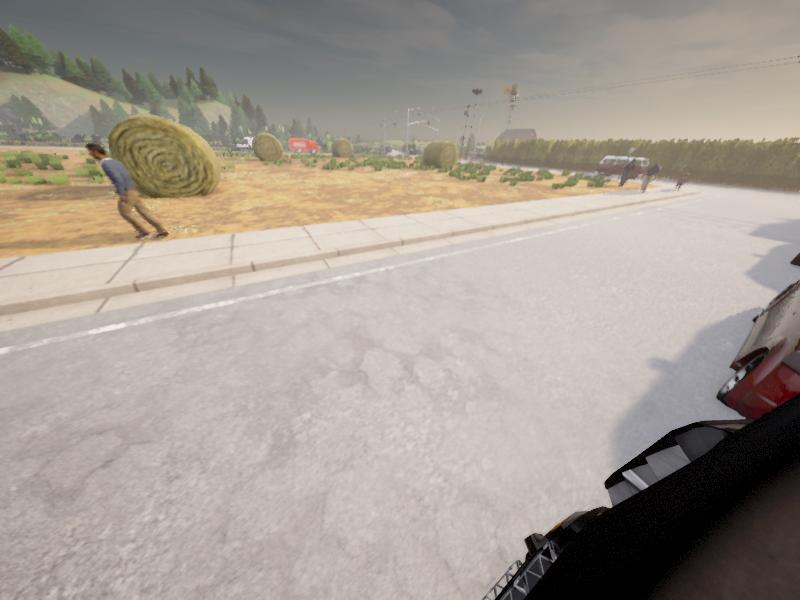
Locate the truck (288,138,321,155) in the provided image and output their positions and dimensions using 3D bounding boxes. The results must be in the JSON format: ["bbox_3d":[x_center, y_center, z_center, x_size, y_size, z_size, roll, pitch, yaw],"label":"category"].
[{"bbox_3d":[-18.472,-29.695,44.752,5.204,2.467,2.627,-14,37,-23],"label":"truck"}]

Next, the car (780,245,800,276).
[{"bbox_3d":[11.770,-1.475,5.351,5.027,1.651,2.152,-16,38,-26],"label":"car"}]

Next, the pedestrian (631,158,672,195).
[{"bbox_3d":[14.902,-7.327,13.755,0.751,1.860,0.751,-15,38,-25],"label":"pedestrian"}]

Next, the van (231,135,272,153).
[{"bbox_3d":[-28.038,-29.560,43.880,5.915,2.561,1.988,-14,37,-23],"label":"van"}]

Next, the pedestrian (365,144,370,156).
[{"bbox_3d":[-6.354,-29.455,45.405,0.751,1.860,0.751,-7,35,-14],"label":"pedestrian"}]

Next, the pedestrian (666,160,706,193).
[{"bbox_3d":[18.894,-8.195,15.306,0.751,1.860,0.751,-14,37,-23],"label":"pedestrian"}]

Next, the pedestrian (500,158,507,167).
[{"bbox_3d":[14.163,-18.831,31.609,0.500,1.100,0.500,-17,38,-26],"label":"pedestrian"}]

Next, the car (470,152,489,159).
[{"bbox_3d":[21.513,-39.165,62.437,4.674,1.442,1.812,-16,38,-25],"label":"car"}]

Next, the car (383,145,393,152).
[{"bbox_3d":[-3.543,-44.987,68.656,1.789,1.549,3.705,-12,40,-21],"label":"car"}]

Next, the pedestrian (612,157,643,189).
[{"bbox_3d":[15.765,-8.819,16.037,0.751,1.860,0.751,21,38,26],"label":"pedestrian"}]

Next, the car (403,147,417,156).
[{"bbox_3d":[2.709,-41.473,64.392,2.038,1.542,4.974,-12,40,-21],"label":"car"}]

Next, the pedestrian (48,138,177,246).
[{"bbox_3d":[-5.635,-2.170,4.741,0.751,1.860,0.751,-12,36,-20],"label":"pedestrian"}]

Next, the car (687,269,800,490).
[{"bbox_3d":[5.167,0.559,2.120,4.181,1.385,1.994,-17,38,-26],"label":"car"}]

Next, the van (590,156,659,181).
[{"bbox_3d":[24.014,-14.294,24.948,2.069,2.038,4.480,-15,37,-25],"label":"van"}]
